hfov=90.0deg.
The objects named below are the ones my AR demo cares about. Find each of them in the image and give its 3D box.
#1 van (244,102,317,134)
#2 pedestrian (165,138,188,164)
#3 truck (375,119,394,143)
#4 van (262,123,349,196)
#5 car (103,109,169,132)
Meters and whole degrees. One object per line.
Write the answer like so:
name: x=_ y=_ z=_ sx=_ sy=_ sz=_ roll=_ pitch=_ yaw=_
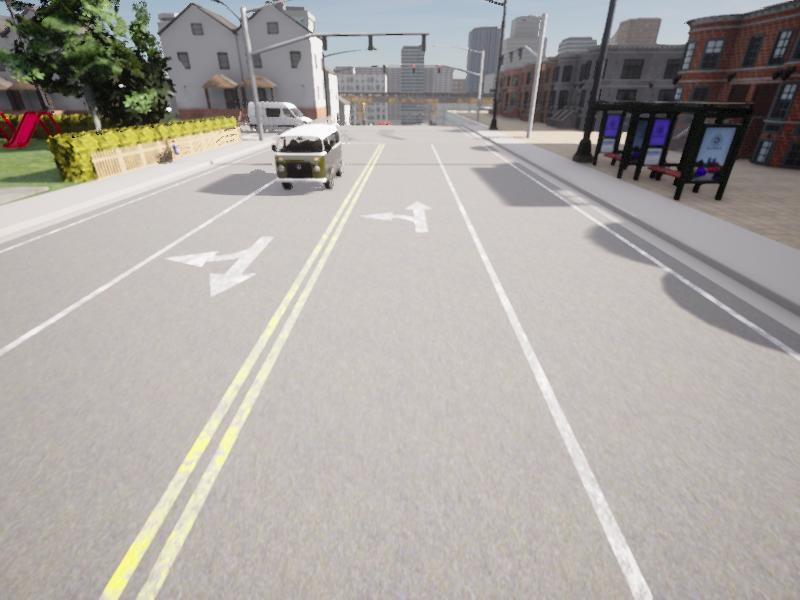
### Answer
van: x=-10.840 y=-16.720 z=36.658 sx=5.915 sy=2.561 sz=1.988 roll=6 pitch=27 yaw=12
pedestrian: x=-10.464 y=-6.976 z=18.748 sx=0.500 sy=1.100 sz=0.500 roll=2 pitch=27 yaw=4
truck: x=-2.329 y=-25.801 z=61.167 sx=2.627 sy=2.467 sz=5.204 roll=0 pitch=13 yaw=1
van: x=-3.298 y=-5.443 z=15.111 sx=2.069 sy=2.038 sz=4.480 roll=1 pitch=27 yaw=1
car: x=-24.876 y=-16.991 z=37.876 sx=4.605 sy=1.855 sz=1.932 roll=0 pitch=27 yaw=1
